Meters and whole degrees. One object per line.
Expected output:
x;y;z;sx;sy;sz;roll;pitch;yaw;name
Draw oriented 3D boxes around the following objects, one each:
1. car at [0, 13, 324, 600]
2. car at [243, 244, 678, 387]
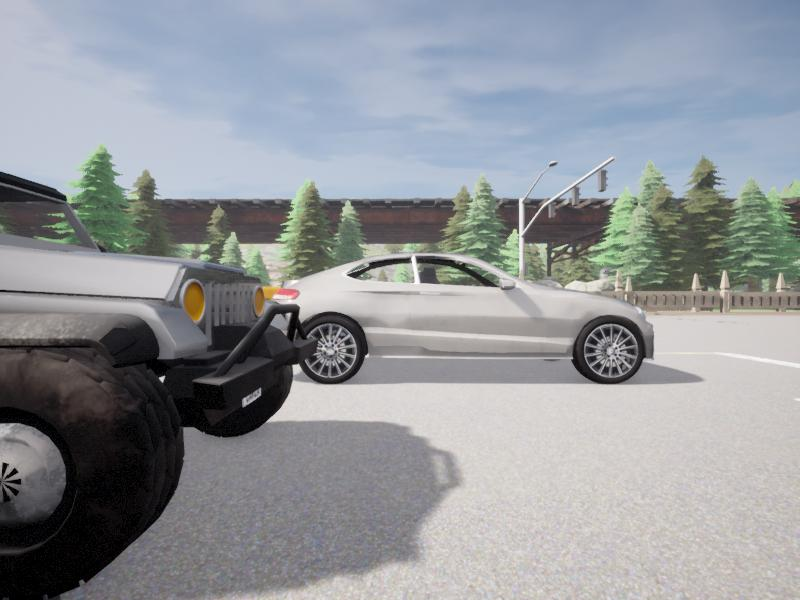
-2.535;0.046;2.201;3.866;1.878;1.905;0;0;0;car
0.699;0.181;5.701;5.027;1.651;2.152;0;0;0;car
